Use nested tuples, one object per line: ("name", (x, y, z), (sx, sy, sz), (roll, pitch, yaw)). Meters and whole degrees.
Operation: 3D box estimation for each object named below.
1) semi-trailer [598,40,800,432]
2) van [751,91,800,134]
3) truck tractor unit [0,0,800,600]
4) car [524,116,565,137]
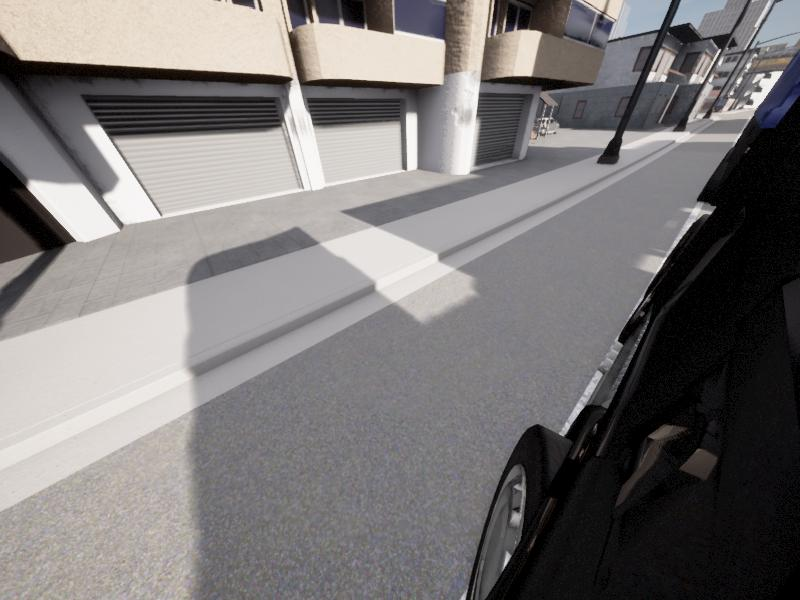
("semi-trailer", (8.671, -3.649, 4.217), (14.254, 4.402, 2.717), (-29, 44, -30))
("van", (30.994, -14.975, 18.363), (6.366, 2.431, 2.351), (-30, 45, -29))
("truck tractor unit", (2.645, -0.295, 0.351), (6.516, 4.208, 3.053), (-28, 44, -30))
("car", (15.346, -18.424, 24.539), (3.806, 1.475, 1.970), (-30, 45, -28))
